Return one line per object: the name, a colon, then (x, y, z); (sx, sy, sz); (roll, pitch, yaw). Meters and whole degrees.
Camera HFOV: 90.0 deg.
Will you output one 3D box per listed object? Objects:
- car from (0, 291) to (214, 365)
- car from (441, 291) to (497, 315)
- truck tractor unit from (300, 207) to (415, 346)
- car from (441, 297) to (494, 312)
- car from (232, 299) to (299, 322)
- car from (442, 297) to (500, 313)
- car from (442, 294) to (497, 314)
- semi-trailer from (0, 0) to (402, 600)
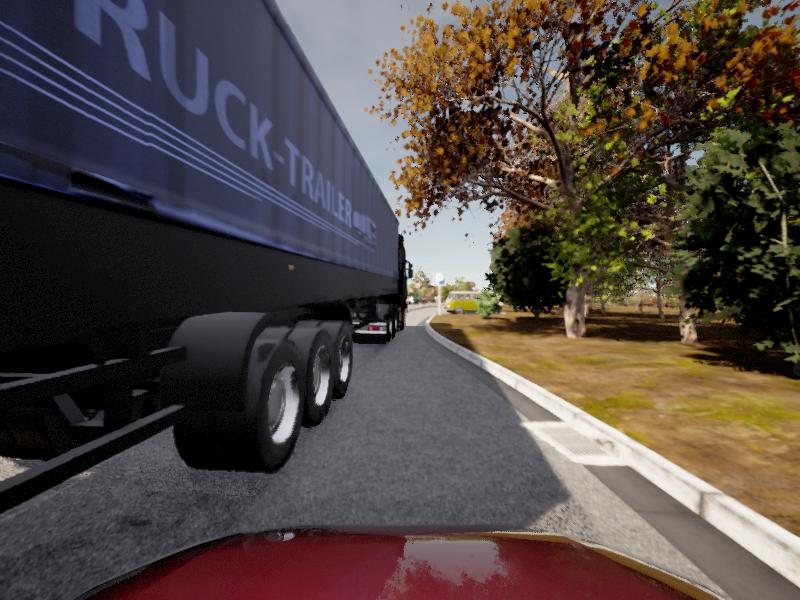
car: (-7.482, 0.538, 10.954); (2.163, 1.488, 4.792); (2, 2, 6)
car: (5.982, 0.260, 34.764); (4.442, 1.987, 1.878); (0, 0, -11)
truck tractor unit: (-1.212, -0.784, 15.506); (3.053, 4.208, 6.516); (1, 1, 6)
car: (7.310, 0.454, 43.525); (5.366, 1.575, 1.946); (0, 1, -10)
car: (-8.720, 0.642, 26.506); (2.033, 1.411, 5.357); (0, 0, 8)
car: (7.190, 0.465, 40.676); (5.366, 1.575, 1.946); (0, 0, -11)
car: (6.509, 0.351, 37.711); (4.553, 1.767, 2.185); (0, 0, -11)
semi-trailer: (-1.963, -0.741, 7.611); (2.717, 4.402, 14.254); (1, 1, 5)
